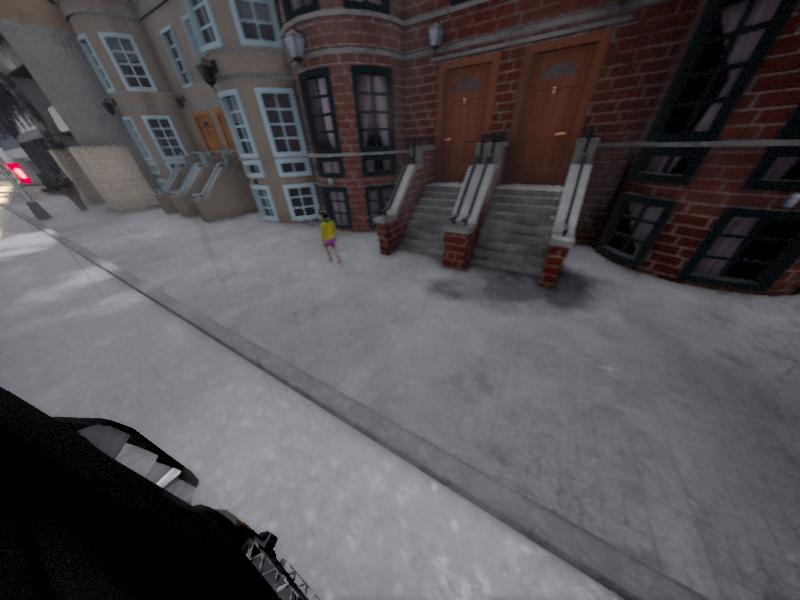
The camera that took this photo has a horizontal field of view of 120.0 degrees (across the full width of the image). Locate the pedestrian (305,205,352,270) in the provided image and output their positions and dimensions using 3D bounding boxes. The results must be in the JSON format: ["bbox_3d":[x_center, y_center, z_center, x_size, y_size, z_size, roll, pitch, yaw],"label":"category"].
[{"bbox_3d":[-1.408,-1.264,4.672,0.500,1.100,0.500,23,42,33],"label":"pedestrian"}]

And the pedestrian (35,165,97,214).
[{"bbox_3d":[-14.988,-4.990,10.452,0.751,1.860,0.751,26,43,36],"label":"pedestrian"}]
